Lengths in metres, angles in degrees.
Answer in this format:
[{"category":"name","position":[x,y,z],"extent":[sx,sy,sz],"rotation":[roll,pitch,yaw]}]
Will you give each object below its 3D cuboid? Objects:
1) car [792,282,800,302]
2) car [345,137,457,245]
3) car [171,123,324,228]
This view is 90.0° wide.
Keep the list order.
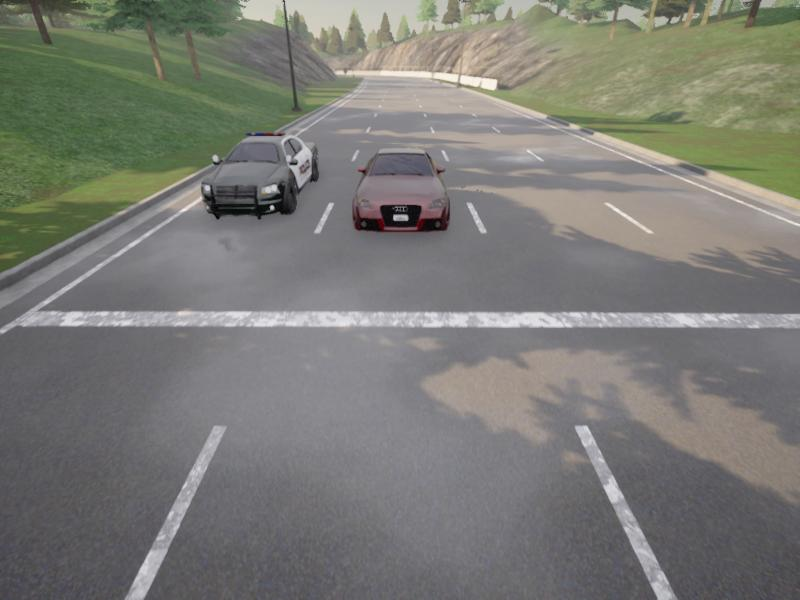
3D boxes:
[{"category":"car","position":[7.007,0.456,3.601],"extent":[2.033,1.649,4.856],"rotation":[0,30,0]},{"category":"car","position":[0.034,-2.740,9.313],"extent":[1.994,1.385,4.181],"rotation":[0,30,0]},{"category":"car","position":[-3.490,-3.470,10.401],"extent":[2.038,1.542,4.974],"rotation":[0,30,0]}]
